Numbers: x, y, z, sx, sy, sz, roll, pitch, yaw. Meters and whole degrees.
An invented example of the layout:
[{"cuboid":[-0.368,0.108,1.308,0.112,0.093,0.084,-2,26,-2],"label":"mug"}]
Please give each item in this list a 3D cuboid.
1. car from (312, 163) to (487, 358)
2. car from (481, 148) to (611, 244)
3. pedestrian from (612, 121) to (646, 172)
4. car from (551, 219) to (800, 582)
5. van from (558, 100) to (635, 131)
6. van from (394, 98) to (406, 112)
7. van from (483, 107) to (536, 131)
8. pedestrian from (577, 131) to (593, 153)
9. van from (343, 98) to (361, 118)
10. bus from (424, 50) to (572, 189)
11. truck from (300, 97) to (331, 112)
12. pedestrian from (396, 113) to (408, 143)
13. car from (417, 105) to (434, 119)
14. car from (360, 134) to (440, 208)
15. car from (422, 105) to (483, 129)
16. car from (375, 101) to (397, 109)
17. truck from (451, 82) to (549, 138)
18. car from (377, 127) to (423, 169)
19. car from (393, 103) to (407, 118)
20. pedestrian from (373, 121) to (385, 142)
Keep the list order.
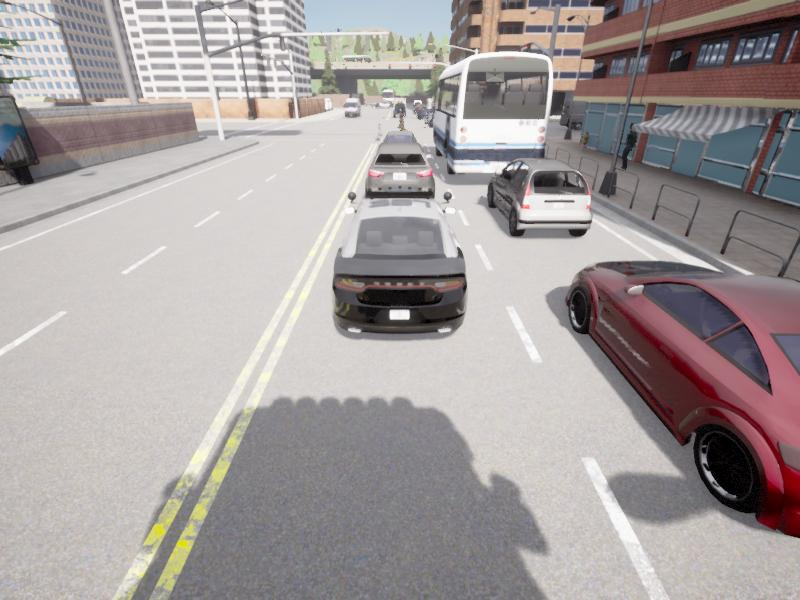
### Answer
[{"cuboid":[-0.002,-1.181,7.123,1.930,1.638,5.238,0,27,0],"label":"car"},{"cuboid":[3.503,-2.908,10.525,1.851,1.617,3.988,0,27,0],"label":"car"},{"cuboid":[9.428,-6.324,16.513,0.751,1.860,0.751,10,29,19],"label":"pedestrian"},{"cuboid":[3.521,0.388,4.366,1.994,1.385,4.181,-1,27,-2],"label":"car"},{"cuboid":[18.499,-17.537,37.993,5.915,2.561,1.988,0,27,0],"label":"van"},{"cuboid":[-0.001,-38.286,78.519,2.351,2.431,6.366,0,27,0],"label":"van"},{"cuboid":[10.385,-17.349,38.234,4.442,1.987,1.775,0,27,0],"label":"van"},{"cuboid":[10.153,-8.681,21.973,0.500,1.100,0.500,1,27,3],"label":"pedestrian"},{"cuboid":[-7.006,-28.423,59.199,1.988,2.561,5.915,0,27,0],"label":"van"},{"cuboid":[3.380,-8.236,18.007,3.944,4.253,10.273,0,27,0],"label":"bus"},{"cuboid":[-16.170,-37.564,76.774,5.204,2.467,2.615,0,27,0],"label":"truck"},{"cuboid":[0.126,-12.082,28.062,0.751,1.860,0.751,3,27,6],"label":"pedestrian"},{"cuboid":[3.531,-26.773,56.981,2.033,1.649,4.856,0,27,-1],"label":"car"},{"cuboid":[0.000,-4.565,13.683,2.242,1.667,4.611,0,27,0],"label":"car"},{"cuboid":[5.253,-18.342,40.103,5.566,2.045,2.150,-8,28,-16],"label":"car"},{"cuboid":[-3.284,-46.229,94.792,4.974,1.542,2.038,0,27,0],"label":"car"},{"cuboid":[8.454,-16.084,33.758,8.468,3.827,2.891,-19,33,-33],"label":"truck"},{"cuboid":[0.001,-7.813,20.310,2.033,1.411,5.357,0,27,0],"label":"car"},{"cuboid":[-0.002,-28.676,60.400,1.905,1.878,3.866,0,27,0],"label":"car"},{"cuboid":[-1.536,-12.144,28.795,0.751,1.300,0.751,-5,28,-9],"label":"pedestrian"}]
